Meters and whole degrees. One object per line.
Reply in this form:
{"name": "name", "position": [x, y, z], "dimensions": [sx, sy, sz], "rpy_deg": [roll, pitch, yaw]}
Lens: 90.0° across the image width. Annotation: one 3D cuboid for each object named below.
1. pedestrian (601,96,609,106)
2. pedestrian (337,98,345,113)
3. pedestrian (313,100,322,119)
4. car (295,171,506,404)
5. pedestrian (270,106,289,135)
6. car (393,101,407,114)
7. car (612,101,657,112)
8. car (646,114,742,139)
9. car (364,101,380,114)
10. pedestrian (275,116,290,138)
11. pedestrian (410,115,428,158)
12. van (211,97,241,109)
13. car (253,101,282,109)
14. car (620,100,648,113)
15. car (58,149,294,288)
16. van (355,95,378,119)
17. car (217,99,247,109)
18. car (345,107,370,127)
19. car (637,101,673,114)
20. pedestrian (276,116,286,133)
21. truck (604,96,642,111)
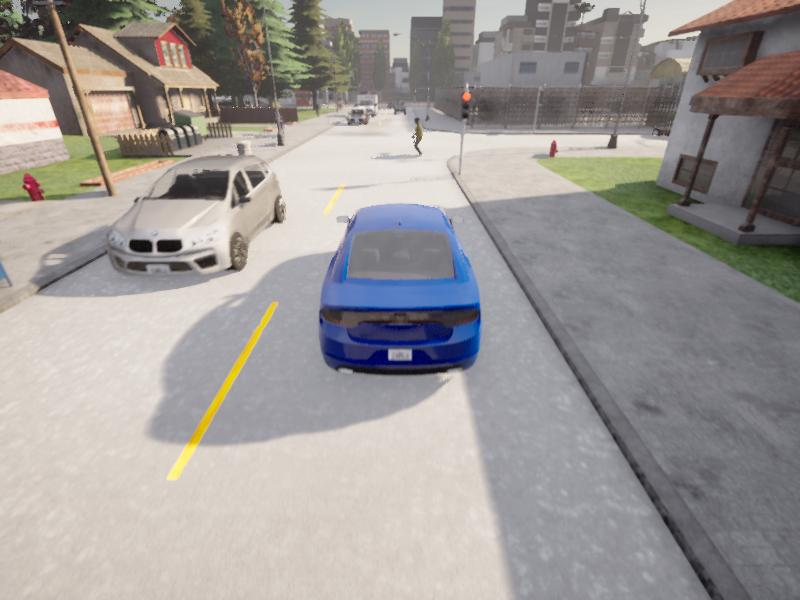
{"name": "pedestrian", "position": [42.675, -41.465, 83.181], "dimensions": [0.751, 1.860, 0.751], "rpy_deg": [-2, 28, -4]}
{"name": "pedestrian", "position": [-8.374, -27.700, 56.901], "dimensions": [0.751, 1.860, 0.751], "rpy_deg": [-16, 32, -27]}
{"name": "pedestrian", "position": [-9.152, -21.147, 44.413], "dimensions": [0.751, 1.860, 0.751], "rpy_deg": [0, 28, 0]}
{"name": "car", "position": [0.002, -0.732, 6.149], "dimensions": [1.882, 1.535, 5.008], "rpy_deg": [0, 28, 0]}
{"name": "pedestrian", "position": [-8.494, -12.663, 28.250], "dimensions": [0.751, 1.860, 0.751], "rpy_deg": [4, 28, 8]}
{"name": "car", "position": [0.008, -27.537, 57.228], "dimensions": [1.845, 1.501, 3.633], "rpy_deg": [0, 27, 0]}
{"name": "car", "position": [34.885, -28.783, 59.621], "dimensions": [5.357, 1.415, 2.033], "rpy_deg": [0, 28, 0]}
{"name": "car", "position": [20.417, -12.169, 28.022], "dimensions": [4.792, 1.488, 2.163], "rpy_deg": [0, 28, 0]}
{"name": "car", "position": [-3.967, -27.681, 57.505], "dimensions": [2.007, 1.525, 4.514], "rpy_deg": [0, 28, -1]}
{"name": "pedestrian", "position": [-7.917, -11.651, 26.925], "dimensions": [0.751, 1.300, 0.751], "rpy_deg": [-5, 28, -10]}
{"name": "pedestrian", "position": [0.905, -8.028, 19.652], "dimensions": [0.751, 1.860, 0.751], "rpy_deg": [-2, 28, -4]}
{"name": "van", "position": [-32.678, -37.118, 75.383], "dimensions": [4.480, 2.038, 2.069], "rpy_deg": [0, 28, 0]}
{"name": "car", "position": [-24.953, -36.792, 75.553], "dimensions": [4.718, 1.301, 1.895], "rpy_deg": [0, 28, 0]}
{"name": "car", "position": [34.725, -28.741, 59.387], "dimensions": [1.789, 1.547, 3.705], "rpy_deg": [0, 28, 0]}
{"name": "car", "position": [-4.000, -2.004, 8.426], "dimensions": [2.242, 1.667, 4.611], "rpy_deg": [0, 28, 0]}
{"name": "van", "position": [-3.997, -23.710, 48.969], "dimensions": [2.351, 2.431, 6.366], "rpy_deg": [0, 28, 0]}
{"name": "car", "position": [-33.163, -38.756, 79.040], "dimensions": [4.611, 1.667, 2.242], "rpy_deg": [0, 28, 0]}
{"name": "car", "position": [-3.992, -17.506, 38.171], "dimensions": [1.970, 1.475, 3.806], "rpy_deg": [0, 28, -1]}
{"name": "car", "position": [35.297, -26.663, 55.449], "dimensions": [3.633, 1.501, 1.845], "rpy_deg": [0, 28, 0]}
{"name": "pedestrian", "position": [-8.952, -13.186, 30.063], "dimensions": [0.500, 1.100, 0.500], "rpy_deg": [0, 28, -1]}
{"name": "truck", "position": [35.050, -30.899, 62.983], "dimensions": [4.478, 2.038, 2.069], "rpy_deg": [0, 28, 0]}
